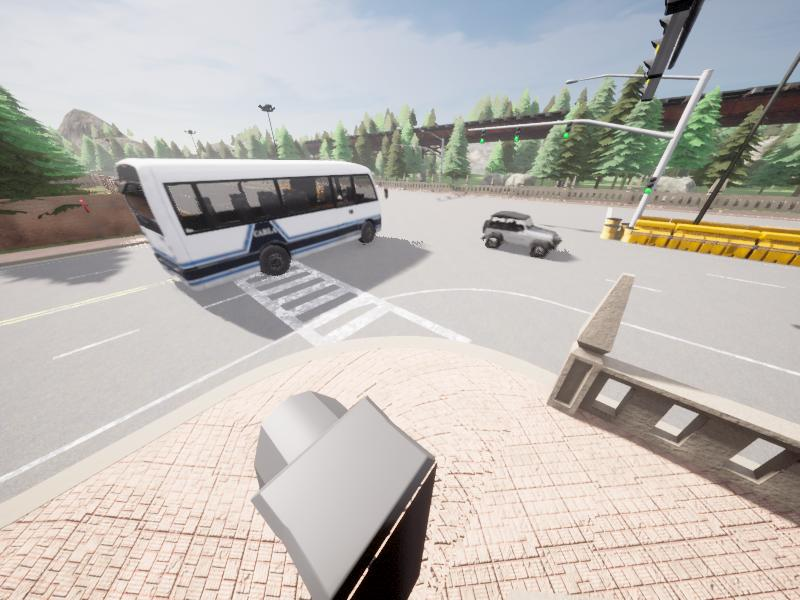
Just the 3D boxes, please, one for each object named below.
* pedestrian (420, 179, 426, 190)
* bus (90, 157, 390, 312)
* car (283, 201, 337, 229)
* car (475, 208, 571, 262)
[{"bbox_3d":[4.373,-21.853,43.643,0.751,1.860,0.751,24,38,35],"label":"pedestrian"},{"bbox_3d":[-5.154,-4.165,10.978,3.944,4.253,10.273,19,36,29],"label":"bus"},{"bbox_3d":[-7.286,-6.937,18.652,4.181,1.385,1.994,24,37,35],"label":"car"},{"bbox_3d":[6.425,-3.642,12.422,3.866,1.878,1.905,23,37,34],"label":"car"}]
